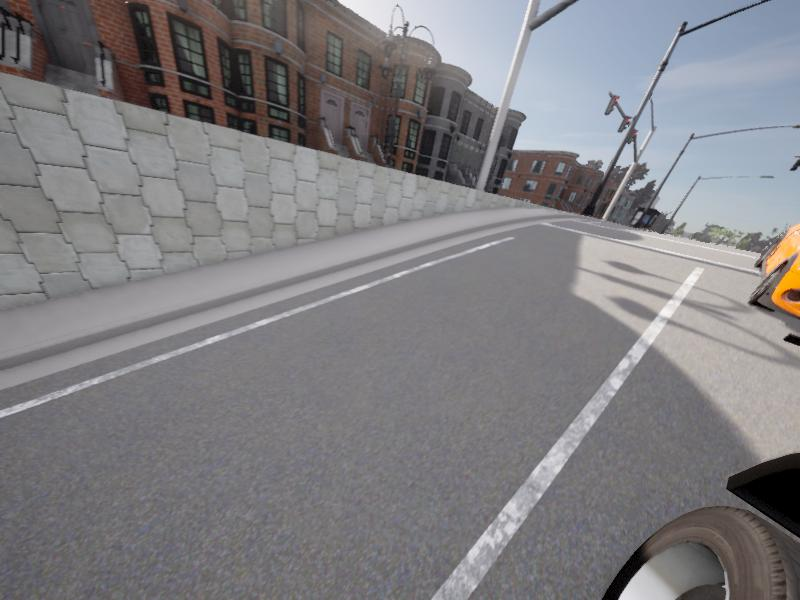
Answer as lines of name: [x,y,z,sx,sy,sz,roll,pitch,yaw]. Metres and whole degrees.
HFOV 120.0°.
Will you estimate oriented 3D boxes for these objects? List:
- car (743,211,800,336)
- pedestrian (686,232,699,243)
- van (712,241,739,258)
car: [7.741,-0.627,3.506,4.553,1.767,2.097,-19,38,-31]
pedestrian: [58.223,-12.427,46.005,0.751,1.860,0.751,-7,32,-33]
van: [77.917,-12.045,55.475,6.366,2.431,2.351,-1,27,-40]
